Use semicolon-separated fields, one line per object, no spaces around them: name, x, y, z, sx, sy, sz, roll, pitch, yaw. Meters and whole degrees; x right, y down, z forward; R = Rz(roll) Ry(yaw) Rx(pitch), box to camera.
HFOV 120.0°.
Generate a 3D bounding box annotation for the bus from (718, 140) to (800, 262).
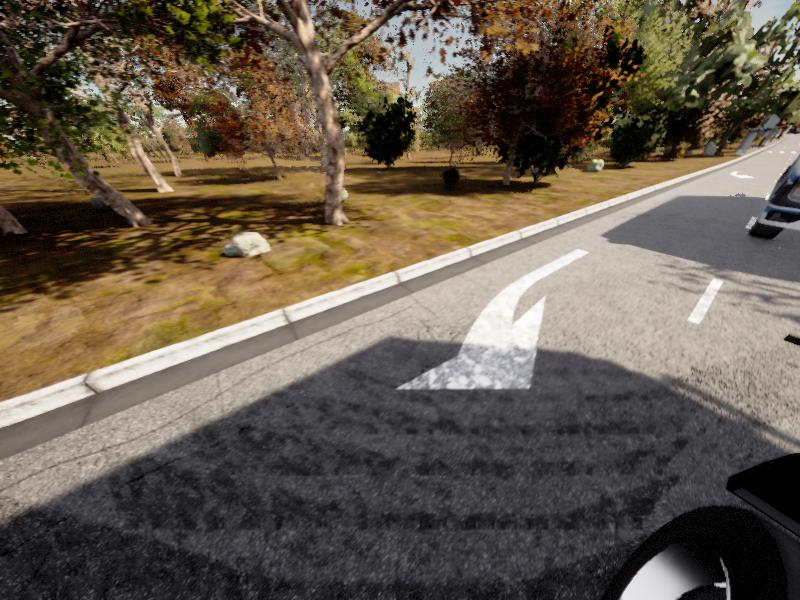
bus;13.336;-3.909;5.708;10.273;4.253;3.944;-22;41;-28
